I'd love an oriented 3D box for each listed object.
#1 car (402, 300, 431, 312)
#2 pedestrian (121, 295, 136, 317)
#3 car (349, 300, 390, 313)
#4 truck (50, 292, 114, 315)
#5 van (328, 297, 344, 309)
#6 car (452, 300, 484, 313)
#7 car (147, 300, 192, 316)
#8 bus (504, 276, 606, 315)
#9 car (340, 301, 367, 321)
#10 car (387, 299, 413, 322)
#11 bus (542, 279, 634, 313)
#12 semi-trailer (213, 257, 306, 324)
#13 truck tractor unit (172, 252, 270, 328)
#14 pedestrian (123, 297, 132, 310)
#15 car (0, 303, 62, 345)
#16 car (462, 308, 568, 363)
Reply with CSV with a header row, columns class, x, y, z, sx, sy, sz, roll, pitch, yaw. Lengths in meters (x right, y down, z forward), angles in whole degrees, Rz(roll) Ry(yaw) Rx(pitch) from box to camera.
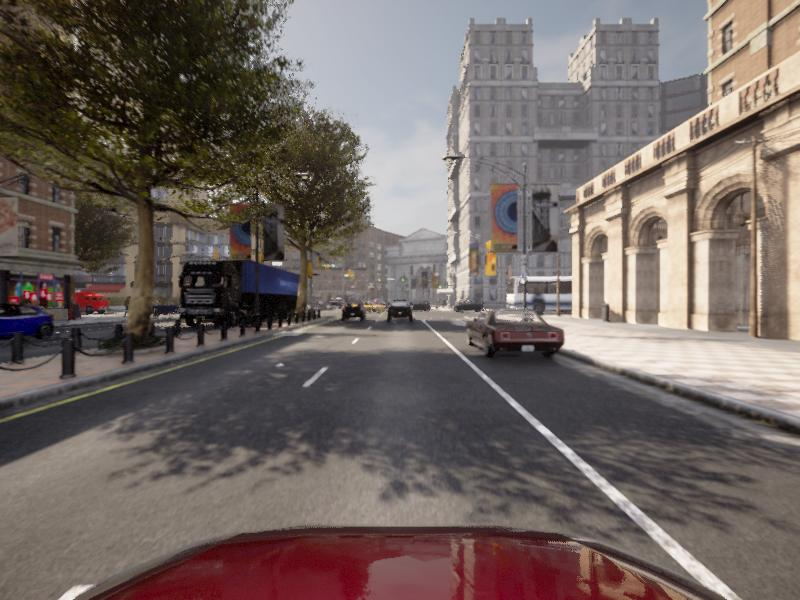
class,x,y,z,sx,sy,sz,roll,pitch,yaw
car,2.177,0.823,52.826,3.705,1.549,1.789,0,0,0
pedestrian,-22.346,0.491,32.970,0.751,1.860,0.751,0,0,-1
car,-3.812,0.810,49.692,5.366,1.575,1.801,0,0,42
truck,-36.195,0.375,45.635,5.204,2.467,2.627,-1,0,0
van,-11.452,0.584,71.786,2.069,2.038,4.480,0,0,0
car,8.350,0.821,49.357,3.705,1.549,1.789,0,0,0
car,-24.277,0.825,42.193,3.705,1.549,1.789,0,0,0
bus,17.603,-0.527,46.025,10.273,4.253,3.944,0,0,0
car,-3.596,0.833,31.472,1.845,1.501,3.633,0,0,-2
car,0.009,0.777,31.487,1.930,1.638,5.238,0,0,0
bus,24.591,-0.522,52.811,10.273,4.253,3.944,0,0,0
semi-trailer,-10.897,-0.610,33.302,2.717,4.402,14.254,0,0,0
truck tractor unit,-10.972,-0.515,25.391,3.053,4.208,6.516,0,0,2
pedestrian,-39.809,0.496,58.507,0.751,1.860,0.751,0,0,1
car,-14.989,0.857,14.546,1.816,1.474,4.193,0,0,0
car,3.256,0.941,12.396,1.895,1.301,4.718,0,0,0
